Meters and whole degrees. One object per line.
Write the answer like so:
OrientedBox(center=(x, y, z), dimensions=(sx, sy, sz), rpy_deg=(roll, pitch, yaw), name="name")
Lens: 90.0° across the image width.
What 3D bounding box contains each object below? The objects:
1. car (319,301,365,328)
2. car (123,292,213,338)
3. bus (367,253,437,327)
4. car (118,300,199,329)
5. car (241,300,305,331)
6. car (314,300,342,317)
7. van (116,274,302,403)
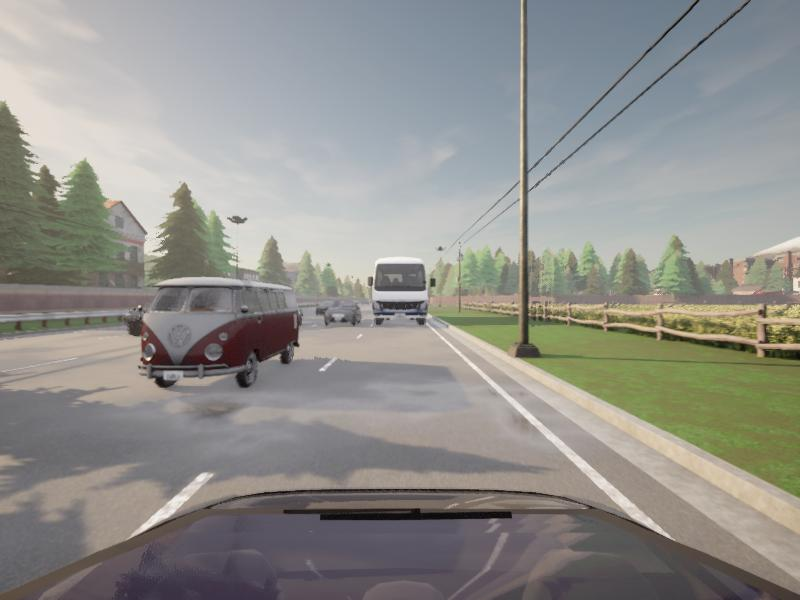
OrientedBox(center=(-3.496, 0.800, 25.066), dimensions=(2.128, 1.511, 4.902), rpy_deg=(0, 0, 0), name="car")
OrientedBox(center=(-10.498, 0.620, 18.470), dimensions=(1.905, 1.878, 3.866), rpy_deg=(0, 0, 0), name="car")
OrientedBox(center=(0.124, -0.572, 27.875), dimensions=(3.944, 4.253, 10.273), rpy_deg=(0, 0, 0), name="bus")
OrientedBox(center=(-13.996, 0.796, 23.542), dimensions=(2.007, 1.525, 4.514), rpy_deg=(0, 0, 0), name="car")
OrientedBox(center=(-6.996, 0.797, 22.680), dimensions=(2.038, 1.542, 4.974), rpy_deg=(0, 0, 0), name="car")
OrientedBox(center=(-6.993, 0.769, 39.408), dimensions=(1.882, 1.535, 5.008), rpy_deg=(0, 0, 0), name="car")
OrientedBox(center=(-3.499, 0.586, 8.390), dimensions=(1.775, 1.987, 4.442), rpy_deg=(0, 0, 0), name="van")
